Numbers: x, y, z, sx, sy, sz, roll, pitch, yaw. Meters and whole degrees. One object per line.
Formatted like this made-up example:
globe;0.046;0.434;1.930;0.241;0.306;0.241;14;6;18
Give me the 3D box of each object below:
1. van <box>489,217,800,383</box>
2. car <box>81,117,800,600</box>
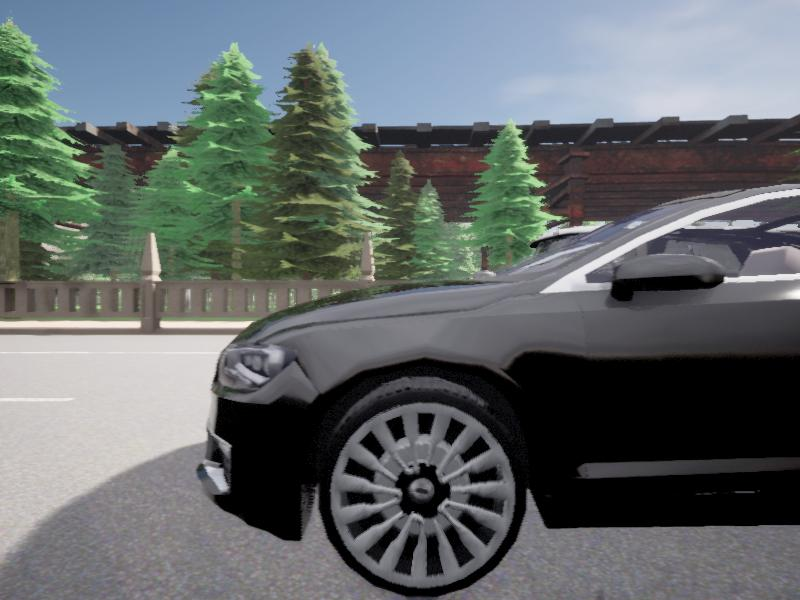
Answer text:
van;3.696;0.003;5.699;4.442;1.987;1.775;0;0;0
car;1.546;0.237;2.199;4.902;1.511;2.128;0;0;0
